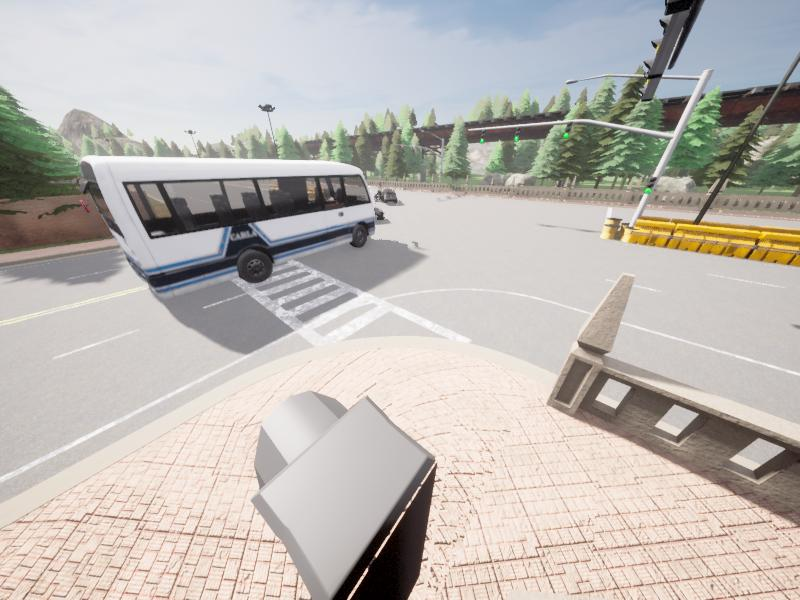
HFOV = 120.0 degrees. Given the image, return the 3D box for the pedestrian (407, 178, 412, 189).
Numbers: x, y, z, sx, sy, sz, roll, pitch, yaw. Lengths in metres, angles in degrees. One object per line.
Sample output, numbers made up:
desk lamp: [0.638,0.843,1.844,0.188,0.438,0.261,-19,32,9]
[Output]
pedestrian: [1.839,-22.987,45.606,0.751,1.860,0.751,24,38,35]

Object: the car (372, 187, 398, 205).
car: [-1.970,-13.334,29.495,1.851,1.617,3.988,-15,33,-24]

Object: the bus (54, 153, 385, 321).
bus: [-5.535,-3.867,10.453,3.944,4.253,10.273,20,35,30]

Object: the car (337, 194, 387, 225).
car: [-3.235,-7.735,19.514,3.866,1.878,1.905,23,37,34]
